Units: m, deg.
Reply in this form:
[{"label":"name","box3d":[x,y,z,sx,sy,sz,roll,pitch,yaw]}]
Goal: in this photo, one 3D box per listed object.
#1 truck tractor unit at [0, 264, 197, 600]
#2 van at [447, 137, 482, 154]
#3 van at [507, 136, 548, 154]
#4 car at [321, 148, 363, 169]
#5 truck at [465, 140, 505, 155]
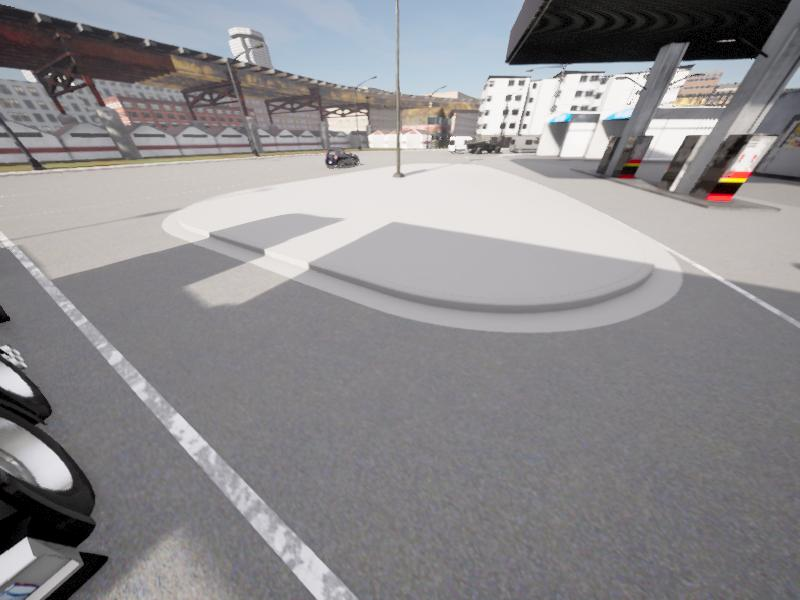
[{"label":"truck tractor unit","box3d":[-5.109,-0.302,0.779,6.516,4.208,3.053,18,39,24]},{"label":"van","box3d":[11.867,-28.447,42.491,5.915,2.561,1.988,-16,38,-22]},{"label":"van","box3d":[23.043,-28.189,42.025,5.915,2.561,1.988,-6,35,-7]},{"label":"car","box3d":[-5.605,-13.948,22.719,1.845,1.501,3.633,18,39,24]},{"label":"truck","box3d":[14.900,-26.839,40.542,6.274,2.098,2.390,-15,38,-20]}]
